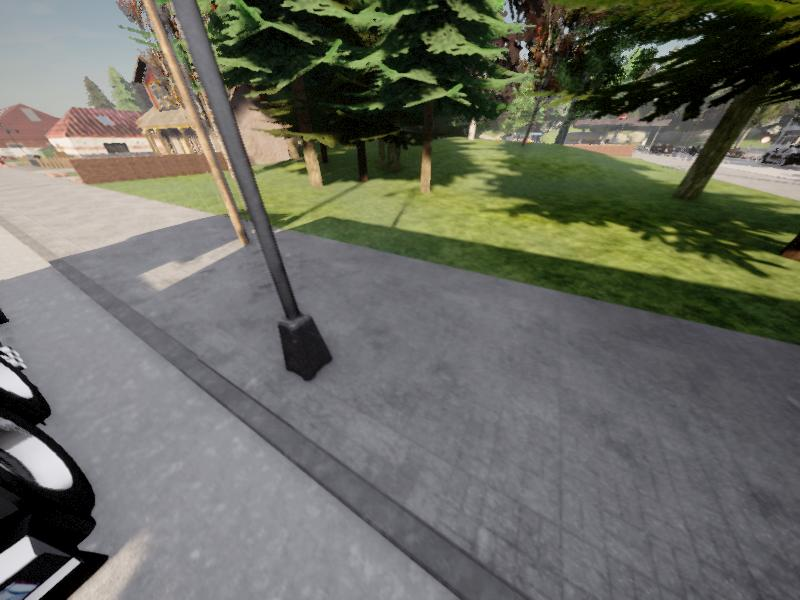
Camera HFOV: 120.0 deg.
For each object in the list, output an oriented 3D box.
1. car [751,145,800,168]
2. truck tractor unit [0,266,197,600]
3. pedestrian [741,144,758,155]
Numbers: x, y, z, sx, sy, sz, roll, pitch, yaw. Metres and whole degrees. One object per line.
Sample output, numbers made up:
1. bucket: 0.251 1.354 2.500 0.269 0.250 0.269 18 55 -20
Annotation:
1. car: 36.446 -13.463 21.569 1.930 1.638 5.238 17 39 24
2. truck tractor unit: -5.117 -0.292 0.780 6.516 4.208 3.053 18 39 24
3. pedestrian: 52.189 -22.538 34.536 0.751 1.300 0.751 22 41 29
